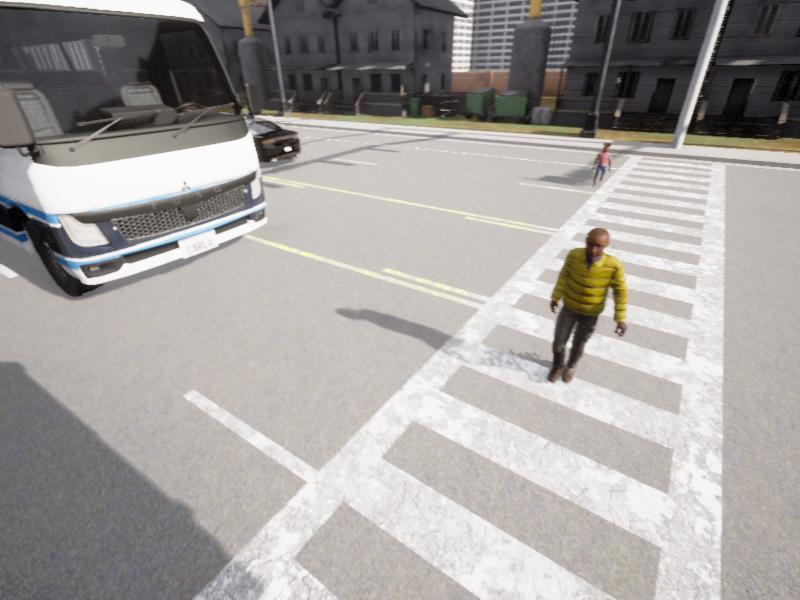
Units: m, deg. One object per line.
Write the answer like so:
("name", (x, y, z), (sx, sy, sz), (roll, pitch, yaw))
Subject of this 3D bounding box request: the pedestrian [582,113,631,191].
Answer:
("pedestrian", (5.598, -4.025, 10.906), (0.751, 1.860, 0.751), (12, 33, 21))

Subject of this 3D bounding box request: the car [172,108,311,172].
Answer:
("car", (-6.054, -6.186, 15.181), (5.238, 1.638, 1.930), (19, 35, 29))

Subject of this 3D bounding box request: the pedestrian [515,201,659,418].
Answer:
("pedestrian", (1.768, 0.100, 3.936), (0.751, 1.860, 0.751), (21, 37, 32))

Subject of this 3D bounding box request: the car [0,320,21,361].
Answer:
("car", (-7.591, -0.236, 5.269), (5.357, 1.411, 2.033), (18, 35, 29))

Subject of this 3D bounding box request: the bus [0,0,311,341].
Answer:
("bus", (-7.182, -3.527, 8.065), (10.273, 4.253, 3.944), (18, 35, 29))
